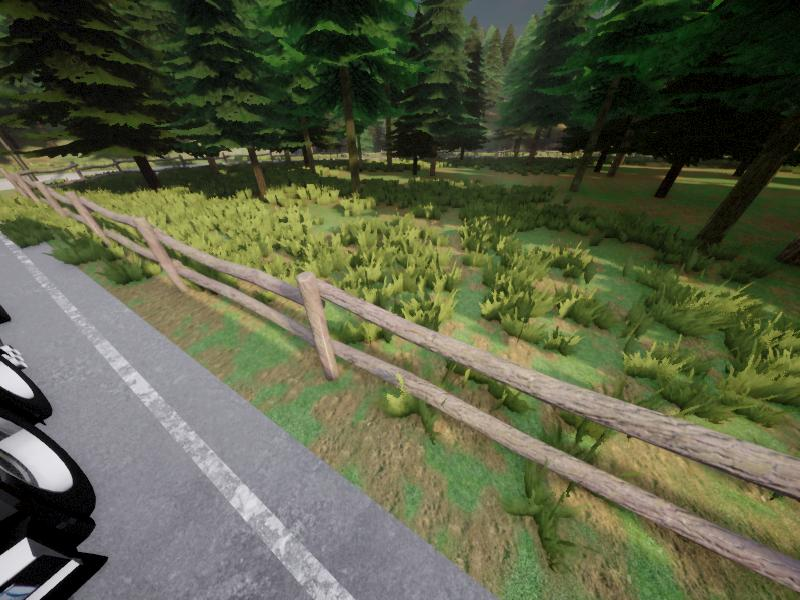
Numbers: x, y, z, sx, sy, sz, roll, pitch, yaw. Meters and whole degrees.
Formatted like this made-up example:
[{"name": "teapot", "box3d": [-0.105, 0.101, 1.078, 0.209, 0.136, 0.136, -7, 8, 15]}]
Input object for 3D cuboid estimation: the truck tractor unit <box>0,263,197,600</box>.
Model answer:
[{"name": "truck tractor unit", "box3d": [-5.110, -0.302, 0.782, 6.516, 4.208, 3.053, 18, 39, 24]}]
